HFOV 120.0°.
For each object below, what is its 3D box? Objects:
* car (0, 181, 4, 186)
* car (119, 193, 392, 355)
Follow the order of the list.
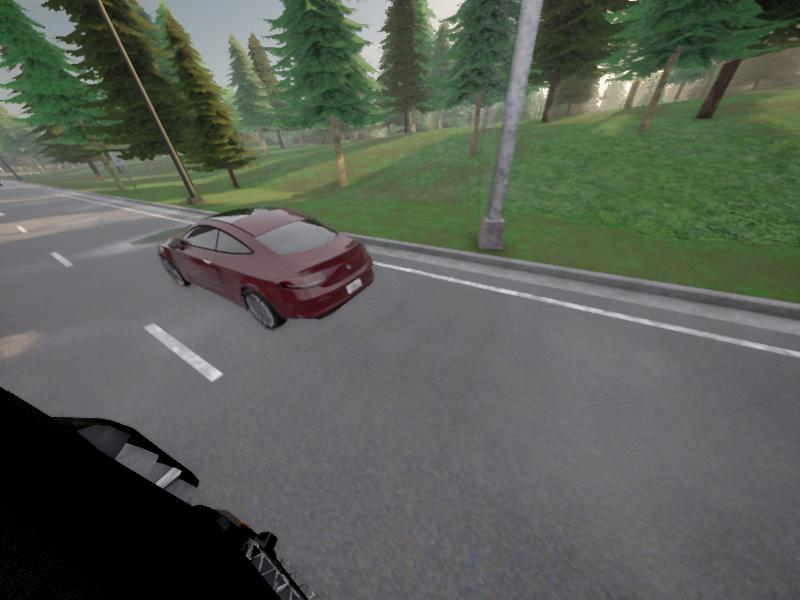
[{"bbox_3d":[-57.469,-16.692,31.932,5.238,1.638,1.930,16,38,26],"label":"car"},{"bbox_3d":[-2.652,-0.923,4.261,4.674,1.442,1.812,16,38,26],"label":"car"}]
